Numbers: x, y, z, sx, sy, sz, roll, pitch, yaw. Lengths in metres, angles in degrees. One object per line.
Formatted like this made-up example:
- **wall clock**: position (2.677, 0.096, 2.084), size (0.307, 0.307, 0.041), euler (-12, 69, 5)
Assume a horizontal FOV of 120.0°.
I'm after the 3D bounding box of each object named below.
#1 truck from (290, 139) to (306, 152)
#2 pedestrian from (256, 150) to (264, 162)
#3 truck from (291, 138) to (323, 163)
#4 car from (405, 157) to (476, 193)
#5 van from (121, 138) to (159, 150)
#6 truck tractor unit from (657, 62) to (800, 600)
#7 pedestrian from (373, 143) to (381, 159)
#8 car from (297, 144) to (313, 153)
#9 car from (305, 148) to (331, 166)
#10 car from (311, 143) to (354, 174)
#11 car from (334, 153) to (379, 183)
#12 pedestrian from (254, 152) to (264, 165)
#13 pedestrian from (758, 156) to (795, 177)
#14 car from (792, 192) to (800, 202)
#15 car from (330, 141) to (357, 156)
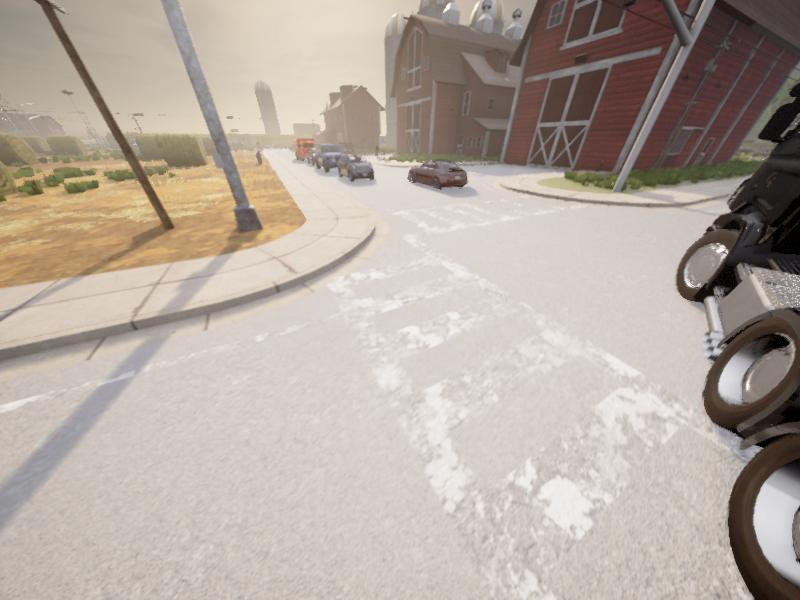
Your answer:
- **truck**: position (-25.516, -38.623, 57.645), size (2.627, 2.467, 5.204), euler (-16, 39, -22)
- **pedestrian**: position (-16.438, -16.911, 27.117), size (0.500, 1.100, 0.500), euler (-19, 39, -26)
- **truck**: position (-12.235, -19.705, 30.291), size (2.627, 2.467, 5.204), euler (-16, 38, -22)
- **car**: position (2.212, -7.695, 13.971), size (1.994, 1.385, 4.181), euler (-17, 38, -22)
- **van**: position (-69.905, -42.146, 62.334), size (5.915, 2.561, 1.988), euler (-15, 38, -21)
- **truck tractor unit**: position (4.737, -0.565, 1.168), size (3.053, 4.208, 6.516), euler (28, 43, 33)
- **pedestrian**: position (-3.079, -19.960, 30.949), size (0.751, 1.860, 0.751), euler (21, 39, 27)
- **car**: position (-20.718, -33.002, 50.261), size (2.152, 1.651, 5.027), euler (-16, 38, -22)
- **car**: position (-9.233, -16.018, 25.791), size (1.789, 1.549, 3.705), euler (-16, 38, -22)
- **car**: position (-6.176, -12.868, 20.813), size (2.150, 2.045, 5.566), euler (-16, 38, -22)
- **car**: position (-3.069, -9.227, 16.007), size (1.845, 1.501, 3.633), euler (-16, 38, -22)
- **pedestrian**: position (-14.412, -14.489, 23.622), size (0.500, 1.100, 0.500), euler (-6, 35, -10)
- **pedestrian**: position (28.257, -10.021, 17.349), size (0.751, 1.300, 0.751), euler (-13, 37, -18)
- **car**: position (21.445, -5.530, 10.796), size (5.238, 1.638, 1.930), euler (-16, 38, -22)
- **car**: position (-9.757, -26.327, 40.155), size (3.866, 1.878, 1.905), euler (11, 42, 18)
